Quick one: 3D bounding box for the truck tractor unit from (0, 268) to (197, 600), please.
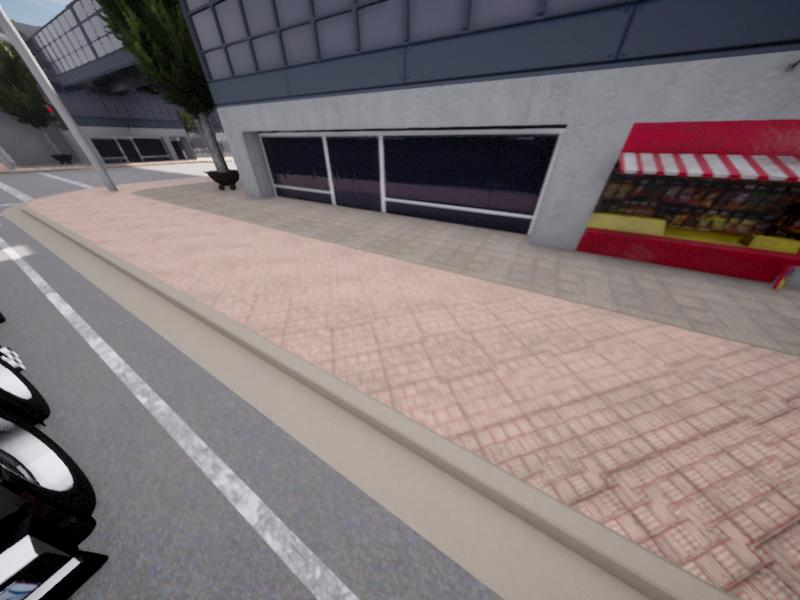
[{"bbox_3d":[-5.119,-0.292,0.782,6.516,4.208,3.053,18,38,24],"label":"truck tractor unit"}]

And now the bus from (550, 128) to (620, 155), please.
[{"bbox_3d":[37.869,-32.954,48.148,10.273,4.253,3.944,18,39,24],"label":"bus"}]
